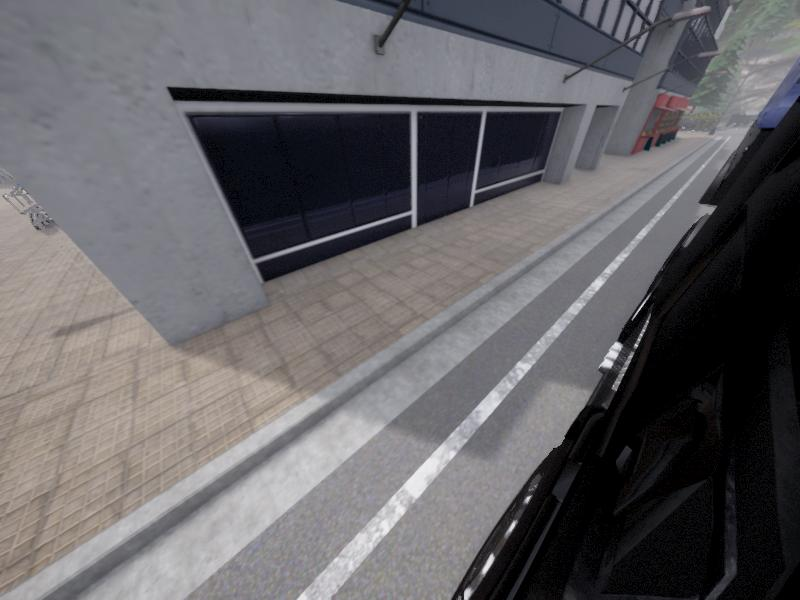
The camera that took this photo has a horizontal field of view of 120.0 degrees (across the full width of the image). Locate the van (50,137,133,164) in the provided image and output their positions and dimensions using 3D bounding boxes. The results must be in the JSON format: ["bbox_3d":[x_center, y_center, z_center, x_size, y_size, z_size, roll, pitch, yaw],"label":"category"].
[{"bbox_3d":[-40.239,-19.795,30.520,5.915,2.561,1.988,-29,44,-31],"label":"van"}]

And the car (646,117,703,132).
[{"bbox_3d":[39.262,-25.244,33.257,1.837,1.490,4.892,-23,41,-27],"label":"car"}]

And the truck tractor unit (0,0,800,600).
[{"bbox_3d":[2.645,-0.295,0.351,6.516,4.208,3.053,-28,44,-30],"label":"truck tractor unit"}]

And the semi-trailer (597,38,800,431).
[{"bbox_3d":[8.713,-3.599,4.208,14.254,4.402,2.717,-28,44,-30],"label":"semi-trailer"}]

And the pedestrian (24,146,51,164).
[{"bbox_3d":[-46.779,-18.789,29.867,0.751,1.860,0.751,-9,37,-8],"label":"pedestrian"}]

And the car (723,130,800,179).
[{"bbox_3d":[16.264,-6.439,10.058,4.181,1.385,1.994,-28,44,-30],"label":"car"}]

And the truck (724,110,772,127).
[{"bbox_3d":[58.167,-30.501,38.857,2.390,2.098,6.274,21,43,28],"label":"truck"}]
